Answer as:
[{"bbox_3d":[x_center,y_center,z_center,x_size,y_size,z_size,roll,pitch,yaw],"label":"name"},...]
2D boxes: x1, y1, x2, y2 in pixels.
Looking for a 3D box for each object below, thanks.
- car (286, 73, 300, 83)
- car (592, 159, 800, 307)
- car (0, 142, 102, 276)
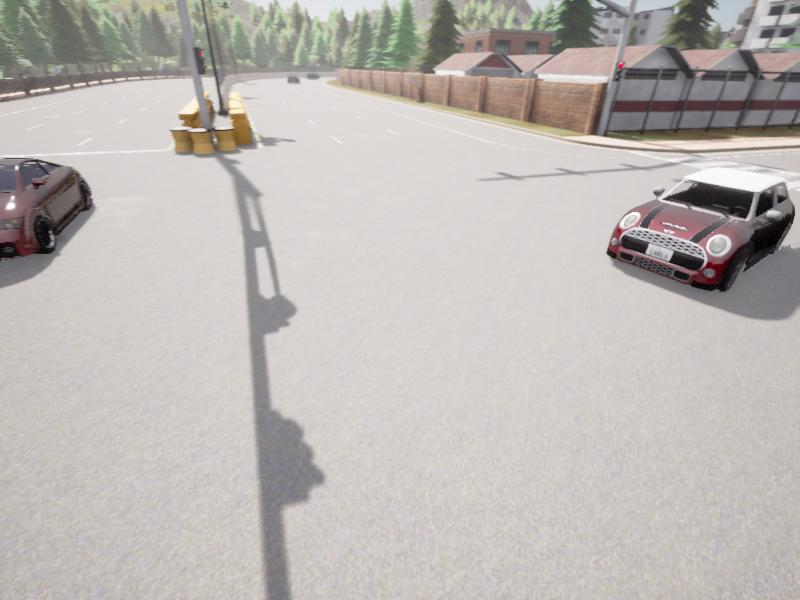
[{"bbox_3d":[-20.176,-42.105,75.888,2.038,1.542,4.974,-3,31,-8],"label":"car"},{"bbox_3d":[5.713,-1.485,7.392,3.806,1.475,1.970,-20,36,-32],"label":"car"},{"bbox_3d":[-7.664,-1.917,7.671,1.994,1.385,4.181,-10,32,-18],"label":"car"}]
